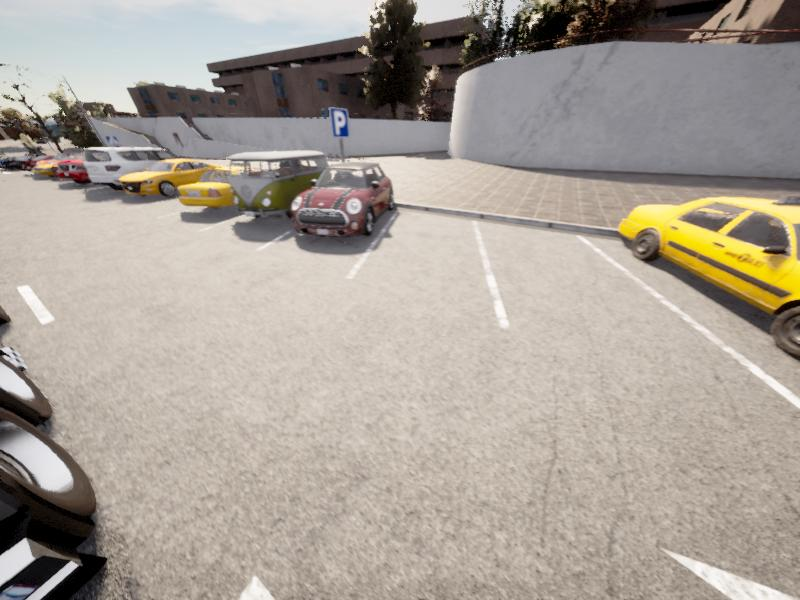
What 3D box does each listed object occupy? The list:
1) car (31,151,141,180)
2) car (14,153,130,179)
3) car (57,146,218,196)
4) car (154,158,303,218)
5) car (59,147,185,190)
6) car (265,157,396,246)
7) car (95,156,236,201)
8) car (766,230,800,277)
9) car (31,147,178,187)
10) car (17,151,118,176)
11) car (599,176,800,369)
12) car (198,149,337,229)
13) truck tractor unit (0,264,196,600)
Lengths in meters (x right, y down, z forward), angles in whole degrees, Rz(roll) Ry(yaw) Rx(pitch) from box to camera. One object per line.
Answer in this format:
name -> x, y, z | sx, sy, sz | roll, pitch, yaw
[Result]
car -> -24.833, -10.960, 18.640 | 2.185, 1.767, 4.553 | 5, 34, 9
car -> -27.441, -11.546, 19.781 | 1.946, 1.575, 5.366 | 5, 34, 9
car -> -14.529, -7.785, 13.595 | 2.435, 2.045, 5.566 | 5, 34, 9
car -> -6.767, -5.161, 10.165 | 1.946, 1.575, 5.366 | 5, 35, 8
car -> -17.126, -8.511, 14.730 | 1.878, 1.987, 4.442 | 6, 34, 8
car -> -1.627, -3.499, 7.507 | 2.185, 1.767, 4.553 | 6, 35, 8
car -> -11.948, -6.731, 12.481 | 2.097, 1.535, 5.008 | 6, 35, 8
car -> 8.684, 0.008, 2.652 | 2.002, 1.452, 4.674 | 6, 35, 8
car -> -19.685, -9.402, 16.027 | 2.435, 2.045, 5.566 | 6, 34, 8
car -> -29.985, -12.570, 21.148 | 2.185, 1.767, 4.553 | 5, 34, 9
car -> 6.073, -0.762, 3.706 | 1.946, 1.575, 5.366 | 6, 35, 8
car -> -4.230, -4.339, 8.562 | 1.878, 1.987, 4.442 | 6, 35, 8
truck tractor unit -> -5.114, -0.296, 0.792 | 6.516, 4.208, 3.053 | 18, 39, 24
